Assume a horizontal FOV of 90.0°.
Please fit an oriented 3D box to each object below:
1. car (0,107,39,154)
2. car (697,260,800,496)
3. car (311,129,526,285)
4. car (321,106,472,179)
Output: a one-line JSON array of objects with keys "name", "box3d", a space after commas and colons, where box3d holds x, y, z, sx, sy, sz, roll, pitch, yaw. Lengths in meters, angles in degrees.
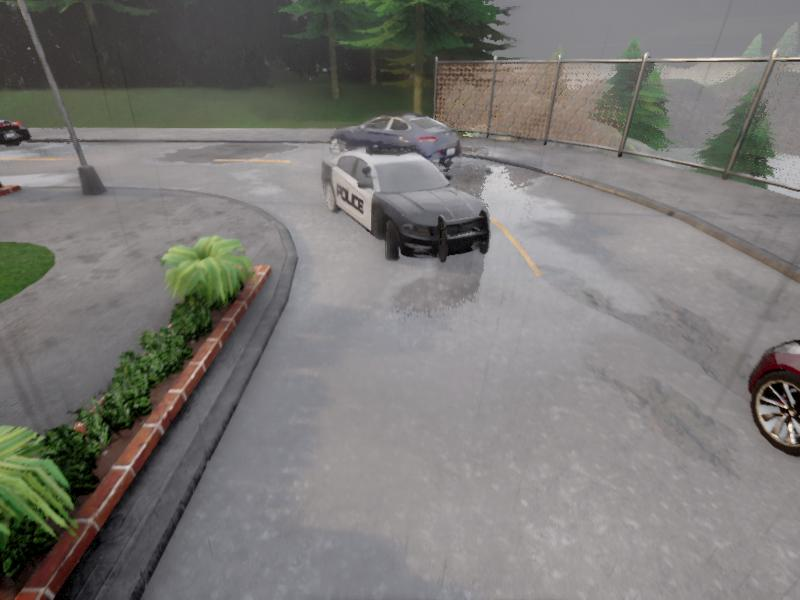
[{"name": "car", "box3d": [-18.326, -6.916, 16.286, 4.974, 1.542, 2.038, 0, 30, 1]}, {"name": "car", "box3d": [4.327, 1.494, 1.972, 2.163, 1.488, 4.792, 1, 30, 1]}, {"name": "car", "box3d": [-0.084, -2.329, 8.346, 1.930, 1.638, 5.238, -13, 33, -24]}, {"name": "car", "box3d": [-0.255, -5.739, 14.190, 5.027, 1.651, 2.152, 24, 38, 35]}]
